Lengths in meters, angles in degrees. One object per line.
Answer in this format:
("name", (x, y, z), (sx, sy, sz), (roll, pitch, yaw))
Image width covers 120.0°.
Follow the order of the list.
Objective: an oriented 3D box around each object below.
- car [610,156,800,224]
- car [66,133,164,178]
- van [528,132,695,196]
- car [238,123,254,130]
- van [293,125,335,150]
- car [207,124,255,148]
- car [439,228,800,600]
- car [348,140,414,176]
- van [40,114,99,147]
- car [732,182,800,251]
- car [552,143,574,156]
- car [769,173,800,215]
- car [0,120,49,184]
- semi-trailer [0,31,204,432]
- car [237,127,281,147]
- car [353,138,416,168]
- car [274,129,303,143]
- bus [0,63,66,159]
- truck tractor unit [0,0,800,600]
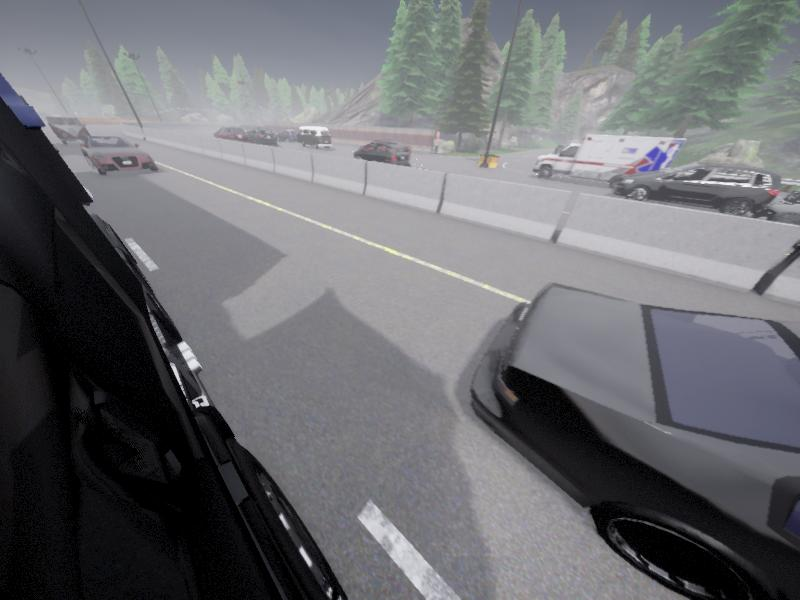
("car", (12.183, -4.860, 9.769), (4.611, 1.667, 2.242), (26, 42, 28))
("car", (-13.591, -6.977, 11.024), (4.181, 1.385, 1.994), (26, 42, 28))
("van", (11.576, -8.106, 13.484), (6.366, 2.431, 2.351), (26, 42, 28))
("car", (-47.290, -53.320, 71.032), (1.789, 1.549, 3.705), (11, 38, 10))
("van", (-9.809, -18.529, 26.377), (4.480, 2.038, 2.069), (27, 42, 28))
("car", (-17.541, -16.998, 23.947), (4.553, 1.767, 2.097), (26, 42, 28))
("car", (3.114, 1.282, 1.029), (5.357, 1.411, 2.033), (26, 42, 28))
("car", (-1.218, -8.823, 14.256), (3.705, 1.549, 1.789), (26, 42, 28))
("van", (-27.204, -13.988, 19.012), (4.442, 1.987, 1.775), (26, 42, 28))
("car", (12.664, -1.867, 6.007), (4.181, 1.385, 1.994), (26, 42, 28))
("car", (27.121, -25.113, 38.405), (2.128, 1.511, 4.902), (25, 42, 27))
("car", (19.409, -3.838, 9.057), (4.892, 1.490, 1.837), (26, 42, 28))
("car", (-16.354, -5.877, 9.011), (4.553, 1.767, 2.097), (27, 42, 27))
("semi-trailer", (-8.849, -3.501, 4.069), (14.254, 4.402, 2.717), (26, 43, 28))
("car", (-16.355, -18.991, 26.836), (4.611, 1.667, 2.242), (26, 42, 28))
("car", (-1.259, -11.456, 17.850), (4.514, 1.525, 2.007), (26, 42, 28))
("car", (-16.365, -24.174, 34.019), (3.806, 1.475, 1.970), (26, 42, 28))
("bus", (-25.189, -11.369, 13.702), (10.273, 4.253, 3.944), (26, 42, 28))
("truck tractor unit", (-2.645, -0.295, 0.352), (6.516, 4.208, 3.053), (28, 44, 30))
